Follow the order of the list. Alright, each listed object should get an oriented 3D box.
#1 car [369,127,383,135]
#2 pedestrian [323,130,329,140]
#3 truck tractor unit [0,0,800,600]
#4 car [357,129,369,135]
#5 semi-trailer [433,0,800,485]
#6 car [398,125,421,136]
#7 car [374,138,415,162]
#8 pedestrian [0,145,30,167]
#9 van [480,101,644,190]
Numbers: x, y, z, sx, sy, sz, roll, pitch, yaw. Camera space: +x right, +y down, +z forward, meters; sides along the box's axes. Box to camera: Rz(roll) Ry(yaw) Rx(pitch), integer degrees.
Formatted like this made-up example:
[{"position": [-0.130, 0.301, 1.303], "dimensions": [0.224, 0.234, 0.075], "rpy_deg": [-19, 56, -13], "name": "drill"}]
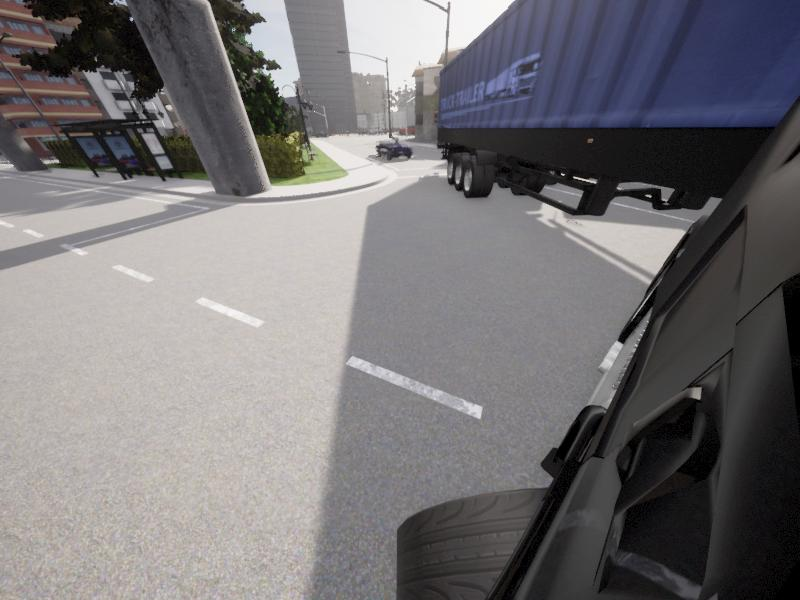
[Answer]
[{"position": [-8.476, -59.192, 80.674], "dimensions": [2.150, 2.045, 5.566], "rpy_deg": [15, 40, 22], "name": "car"}, {"position": [-16.725, -37.312, 52.289], "dimensions": [0.751, 1.860, 0.751], "rpy_deg": [13, 40, 19], "name": "pedestrian"}, {"position": [2.645, -0.295, 0.352], "dimensions": [6.516, 4.208, 3.053], "rpy_deg": [-28, 44, -30], "name": "truck tractor unit"}, {"position": [-12.763, -58.300, 80.203], "dimensions": [1.816, 1.474, 4.193], "rpy_deg": [15, 40, 21], "name": "car"}, {"position": [3.659, -4.747, 6.025], "dimensions": [2.717, 4.402, 14.254], "rpy_deg": [-4, 37, -2], "name": "semi-trailer"}, {"position": [2.450, -43.423, 59.129], "dimensions": [5.566, 2.045, 2.150], "rpy_deg": [14, 40, 21], "name": "car"}, {"position": [-0.565, -12.364, 18.924], "dimensions": [1.895, 1.301, 4.718], "rpy_deg": [-14, 39, -15], "name": "car"}, {"position": [-40.704, -15.174, 24.325], "dimensions": [0.751, 1.860, 0.751], "rpy_deg": [1, 37, 4], "name": "pedestrian"}, {"position": [6.413, -7.123, 10.579], "dimensions": [1.988, 2.561, 5.915], "rpy_deg": [-12, 38, -13], "name": "van"}]
